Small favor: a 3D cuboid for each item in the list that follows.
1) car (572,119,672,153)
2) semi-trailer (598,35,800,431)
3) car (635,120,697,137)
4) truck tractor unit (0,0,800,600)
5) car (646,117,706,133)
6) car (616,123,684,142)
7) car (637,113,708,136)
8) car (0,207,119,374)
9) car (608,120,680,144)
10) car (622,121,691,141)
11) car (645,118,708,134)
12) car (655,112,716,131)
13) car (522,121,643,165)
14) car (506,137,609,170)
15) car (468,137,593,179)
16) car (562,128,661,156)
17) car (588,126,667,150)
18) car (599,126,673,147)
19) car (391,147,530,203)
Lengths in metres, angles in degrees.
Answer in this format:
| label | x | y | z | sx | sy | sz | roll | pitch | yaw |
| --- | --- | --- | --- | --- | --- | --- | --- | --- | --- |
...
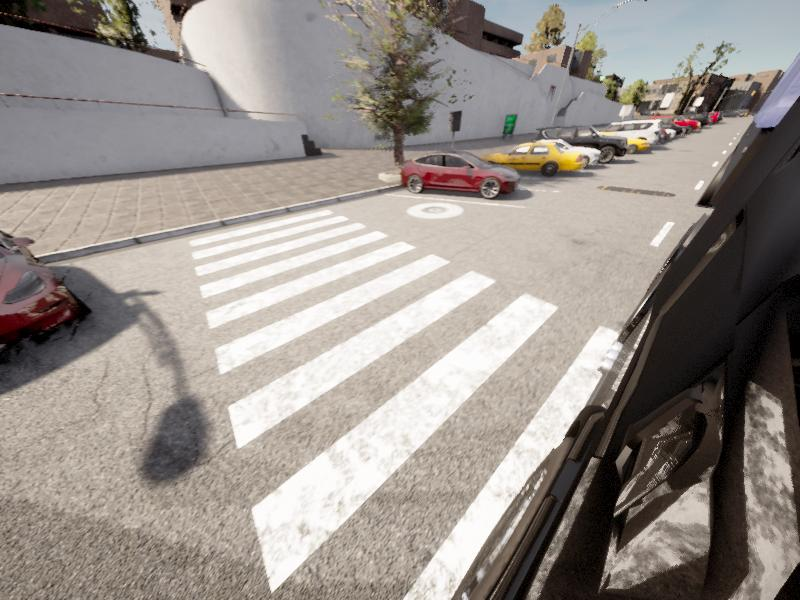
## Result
| label | x | y | z | sx | sy | sz | roll | pitch | yaw |
| --- | --- | --- | --- | --- | --- | --- | --- | --- | --- |
| car | 18.338 | -13.932 | 19.699 | 5.566 | 2.045 | 2.435 | 17 | 41 | 26 |
| semi-trailer | 8.706 | -3.568 | 4.262 | 14.254 | 4.402 | 2.717 | -28 | 43 | -30 |
| car | 34.499 | -22.386 | 30.191 | 4.792 | 1.488 | 2.163 | 16 | 41 | 26 |
| truck tractor unit | 2.645 | -0.295 | 0.351 | 6.516 | 4.208 | 3.053 | -28 | 44 | -30 |
| car | 41.202 | -26.194 | 34.687 | 5.366 | 1.575 | 1.946 | 16 | 41 | 26 |
| car | 27.576 | -18.645 | 25.787 | 4.674 | 1.452 | 2.002 | 17 | 41 | 26 |
| car | 36.782 | -23.859 | 31.503 | 5.566 | 2.045 | 2.435 | 16 | 41 | 26 |
| car | -6.907 | -0.334 | 3.357 | 4.792 | 1.488 | 2.163 | 17 | 40 | 25 |
| car | 25.244 | -17.544 | 24.226 | 4.553 | 1.767 | 2.185 | 17 | 41 | 26 |
| car | 29.878 | -19.918 | 27.232 | 5.008 | 1.535 | 2.097 | 16 | 41 | 26 |
| car | 39.229 | -24.861 | 33.053 | 5.366 | 1.575 | 1.946 | 17 | 41 | 26 |
| car | 45.918 | -28.830 | 37.427 | 5.566 | 2.045 | 2.435 | 17 | 41 | 26 |
| car | 11.490 | -10.246 | 15.207 | 5.566 | 2.045 | 2.435 | 17 | 40 | 26 |
| car | 9.170 | -8.802 | 13.890 | 4.674 | 1.452 | 2.002 | 17 | 40 | 26 |
| car | 6.706 | -7.665 | 12.437 | 5.366 | 1.575 | 1.946 | 17 | 41 | 26 |
| car | 16.234 | -12.450 | 18.267 | 5.366 | 1.575 | 1.946 | 17 | 40 | 26 |
| car | 20.649 | -14.937 | 21.347 | 4.792 | 1.488 | 2.163 | 17 | 41 | 26 |
| car | 22.982 | -16.161 | 22.835 | 4.674 | 1.452 | 2.002 | 17 | 40 | 26 |
| car | 2.294 | -5.168 | 9.367 | 4.792 | 1.488 | 2.163 | 17 | 40 | 26 |
